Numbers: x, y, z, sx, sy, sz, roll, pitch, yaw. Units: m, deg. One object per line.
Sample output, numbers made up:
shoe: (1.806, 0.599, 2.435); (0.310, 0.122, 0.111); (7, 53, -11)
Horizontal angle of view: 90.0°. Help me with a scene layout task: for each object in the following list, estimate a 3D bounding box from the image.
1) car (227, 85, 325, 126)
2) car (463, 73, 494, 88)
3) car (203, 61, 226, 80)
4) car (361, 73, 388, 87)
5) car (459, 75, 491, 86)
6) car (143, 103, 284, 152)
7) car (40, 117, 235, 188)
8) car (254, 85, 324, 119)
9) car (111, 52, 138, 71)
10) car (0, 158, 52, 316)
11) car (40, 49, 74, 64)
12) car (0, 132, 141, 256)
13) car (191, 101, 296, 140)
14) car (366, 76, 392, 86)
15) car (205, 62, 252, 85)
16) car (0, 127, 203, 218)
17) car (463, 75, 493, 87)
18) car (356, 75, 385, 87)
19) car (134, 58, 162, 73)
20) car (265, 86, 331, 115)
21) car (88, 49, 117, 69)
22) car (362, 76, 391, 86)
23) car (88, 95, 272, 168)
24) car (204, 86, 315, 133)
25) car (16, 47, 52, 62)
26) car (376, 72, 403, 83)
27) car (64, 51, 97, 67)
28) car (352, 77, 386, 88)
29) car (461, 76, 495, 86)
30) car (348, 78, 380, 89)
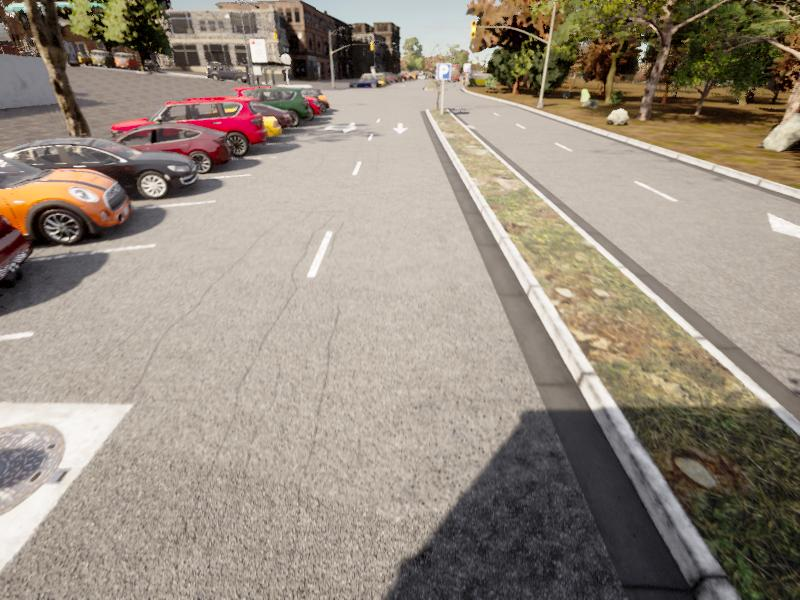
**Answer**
car: (-7.998, -12.689, 25.932); (5.566, 2.045, 2.435); (-11, 31, -17)
car: (12.966, -36.188, 65.979); (4.442, 1.987, 1.878); (-7, 31, -12)
car: (-25.467, -31.589, 55.125); (2.435, 2.045, 5.566); (-5, 29, -20)
car: (-4.563, -39.345, 71.518); (4.442, 1.987, 1.878); (-8, 30, -12)
car: (13.861, -40.427, 73.711); (5.366, 1.575, 1.946); (-6, 31, -12)
car: (-8.234, -7.917, 18.180); (5.366, 1.575, 1.946); (-11, 32, -17)
car: (-8.090, -4.911, 13.041); (4.792, 1.488, 2.163); (-11, 32, -17)
car: (-7.885, -14.187, 28.573); (4.442, 1.987, 1.878); (-11, 31, -16)
car: (-37.451, -32.501, 54.574); (1.878, 1.987, 4.442); (-5, 29, -20)
car: (-8.036, -0.541, 5.194); (4.553, 1.767, 2.185); (-11, 32, -17)
car: (-46.557, -33.072, 54.456); (2.002, 1.452, 4.674); (-5, 29, -20)
car: (-8.098, -2.039, 7.777); (4.553, 1.767, 2.185); (-11, 31, -17)
car: (-8.046, -9.417, 20.855); (4.674, 1.452, 2.002); (-11, 32, -17)
car: (-3.967, -42.110, 76.813); (4.674, 1.452, 2.002); (-8, 31, -11)
car: (-20.352, -26.942, 47.661); (4.605, 1.855, 1.932); (5, 28, -2)
car: (-8.072, -3.440, 10.445); (4.892, 1.521, 2.231); (-11, 31, -17)
car: (13.347, -37.593, 68.597); (4.553, 1.767, 2.185); (-6, 31, -12)
car: (-5.026, -37.730, 68.940); (4.553, 1.767, 2.185); (-8, 30, -12)
car: (-34.506, -32.100, 54.878); (2.231, 1.521, 4.892); (-5, 29, -19)
car: (-7.912, -15.590, 31.202); (4.553, 1.767, 2.185); (-11, 32, -16)
car: (-40.467, -32.750, 54.460); (1.878, 1.987, 4.442); (-5, 29, -20)
car: (-4.337, -40.639, 74.203); (4.892, 1.521, 2.231); (-8, 30, -11)
car: (-8.092, -6.657, 15.501); (5.566, 2.045, 2.435); (-11, 32, -17)
car: (-8.069, -11.169, 23.304); (5.566, 2.045, 2.435); (-11, 32, -17)
car: (-49.573, -33.314, 54.328); (2.002, 1.452, 4.674); (-5, 30, -20)
car: (-2.339, -48.384, 87.036); (5.566, 2.045, 2.435); (-7, 30, -10)
car: (-43.604, -32.944, 54.698); (1.946, 1.575, 5.366); (-5, 29, -20)
car: (-5.117, -36.145, 66.447); (5.366, 1.575, 1.946); (-8, 31, -12)
car: (13.881, -38.990, 71.248); (5.366, 1.575, 1.946); (-6, 31, -12)
car: (-5.759, -34.606, 63.880); (4.792, 1.488, 2.163); (-8, 31, -12)
